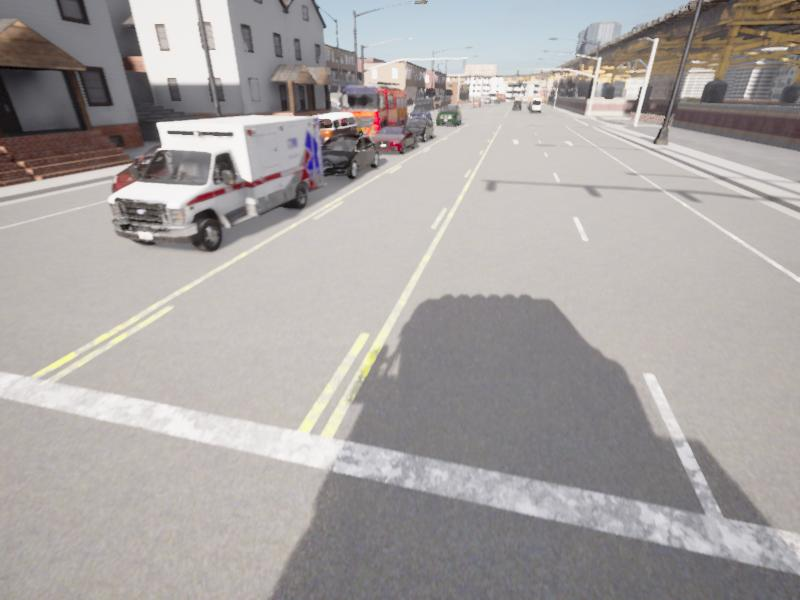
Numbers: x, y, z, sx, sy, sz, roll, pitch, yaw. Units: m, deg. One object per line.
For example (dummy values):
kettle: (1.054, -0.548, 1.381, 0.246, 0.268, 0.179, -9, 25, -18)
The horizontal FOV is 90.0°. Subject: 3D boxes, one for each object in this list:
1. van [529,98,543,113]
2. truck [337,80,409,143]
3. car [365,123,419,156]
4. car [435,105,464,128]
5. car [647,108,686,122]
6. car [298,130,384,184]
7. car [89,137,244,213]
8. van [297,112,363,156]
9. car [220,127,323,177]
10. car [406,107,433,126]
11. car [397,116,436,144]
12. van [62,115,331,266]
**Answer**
van: (26.690, -38.278, 78.580, 1.988, 2.561, 5.915, 7, 28, 13)
truck: (-1.753, -14.575, 30.768, 2.891, 3.827, 8.468, 7, 28, 13)
car: (-0.352, -9.571, 23.737, 1.994, 1.385, 4.181, 8, 28, 14)
car: (5.343, -19.829, 43.012, 2.150, 2.045, 5.566, 7, 28, 13)
car: (35.758, -24.894, 53.689, 4.974, 1.542, 2.038, -16, 31, -28)
car: (-2.290, -6.286, 17.190, 1.837, 1.490, 4.892, 7, 28, 13)
car: (-7.166, -4.168, 12.894, 1.851, 1.617, 3.988, 7, 28, 13)
van: (-3.961, -9.932, 23.664, 2.069, 2.038, 4.480, 7, 28, 13)
car: (-5.587, -6.858, 18.247, 2.128, 1.511, 4.902, 7, 28, 13)
car: (2.221, -20.602, 44.758, 2.097, 1.767, 4.553, 7, 28, 13)
car: (1.302, -12.544, 29.400, 1.837, 1.490, 4.892, 7, 28, 13)
van: (-4.245, -3.303, 10.346, 2.351, 2.431, 6.366, 7, 28, 13)
